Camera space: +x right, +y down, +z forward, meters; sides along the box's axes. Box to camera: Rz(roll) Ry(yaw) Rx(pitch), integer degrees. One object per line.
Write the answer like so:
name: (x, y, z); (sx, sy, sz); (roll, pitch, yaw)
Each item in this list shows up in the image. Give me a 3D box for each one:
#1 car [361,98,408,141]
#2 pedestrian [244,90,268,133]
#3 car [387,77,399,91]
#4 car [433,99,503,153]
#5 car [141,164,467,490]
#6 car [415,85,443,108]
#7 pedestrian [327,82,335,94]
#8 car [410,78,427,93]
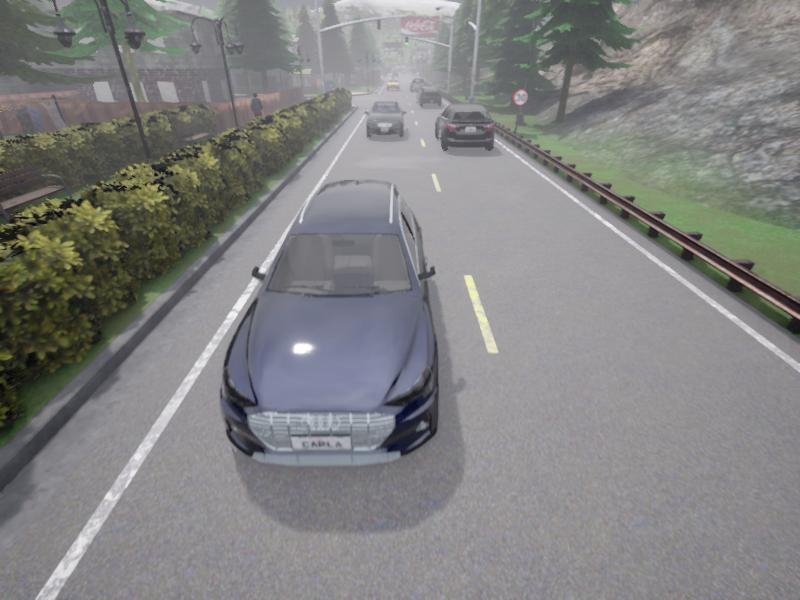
car: (-0.718, -9.312, 20.457); (2.128, 1.511, 4.902); (0, 30, 0)
pedestrian: (-7.091, -9.312, 19.760); (0.751, 1.860, 0.751); (-11, 32, -18)
car: (-0.988, -31.508, 58.253); (1.801, 1.575, 5.366); (0, 30, 0)
car: (2.800, -7.812, 17.729); (2.242, 1.667, 4.611); (0, 30, 0)
car: (-0.607, -0.354, 5.007); (2.033, 1.649, 4.856); (0, 30, 0)
car: (2.531, -18.295, 35.855); (1.837, 1.490, 4.892); (-2, 31, -4)
pedestrian: (-8.533, -26.165, 49.430); (0.751, 1.300, 0.751); (-1, 30, -2)
car: (2.527, -30.156, 56.116); (2.242, 1.667, 4.611); (0, 30, 0)
